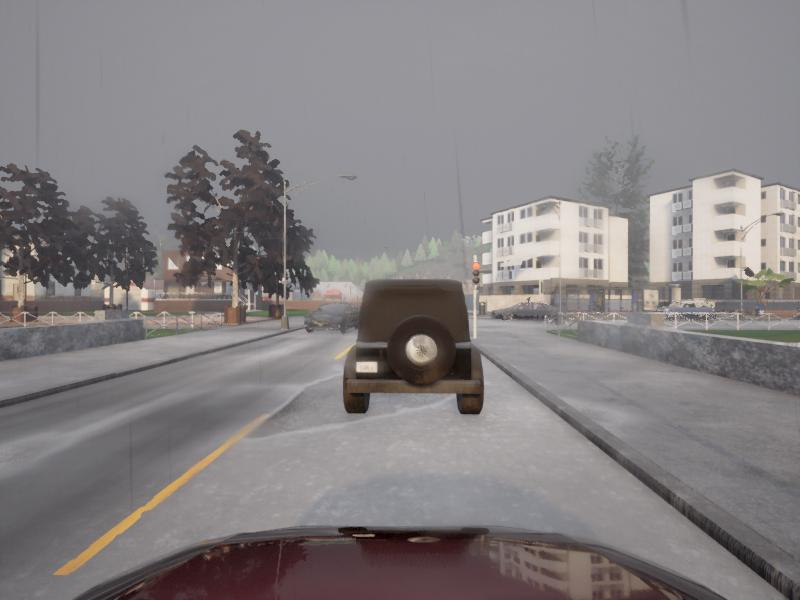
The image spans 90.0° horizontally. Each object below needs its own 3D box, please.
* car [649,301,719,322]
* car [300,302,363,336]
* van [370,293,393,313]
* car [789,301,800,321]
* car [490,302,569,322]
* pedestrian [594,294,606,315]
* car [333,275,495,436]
[{"bbox_3d":[21.109,0.853,29.902,3.806,1.475,1.970,0,0,2],"label":"car"},{"bbox_3d":[-3.268,0.845,20.151,1.837,1.490,4.892,-1,0,6],"label":"car"},{"bbox_3d":[-2.300,0.379,51.361,2.351,2.431,6.366,0,0,2],"label":"van"},{"bbox_3d":[32.087,0.845,29.530,4.892,1.490,1.837,0,0,2],"label":"car"},{"bbox_3d":[9.679,0.895,30.290,5.357,1.411,2.033,0,0,2],"label":"car"},{"bbox_3d":[17.992,0.417,36.022,0.751,1.860,0.751,0,0,2],"label":"pedestrian"},{"bbox_3d":[0.220,0.646,6.640,1.905,1.878,3.866,0,0,2],"label":"car"}]
